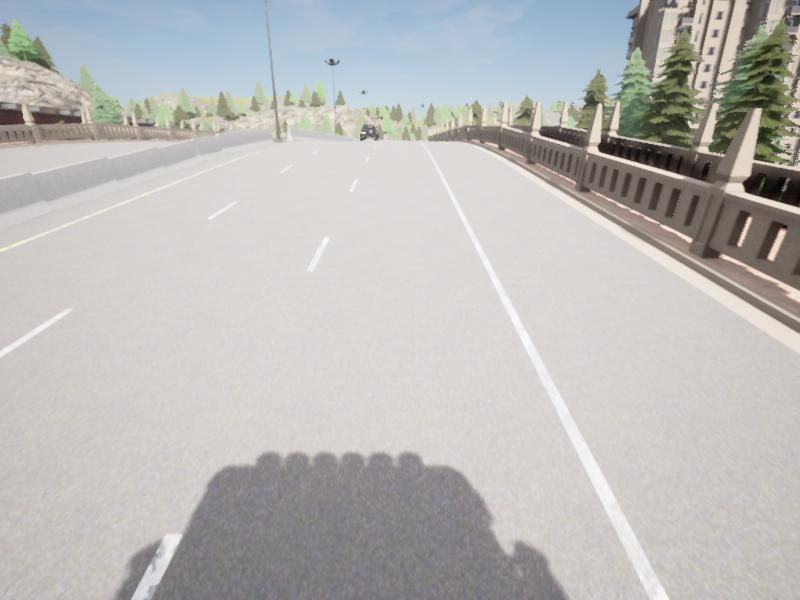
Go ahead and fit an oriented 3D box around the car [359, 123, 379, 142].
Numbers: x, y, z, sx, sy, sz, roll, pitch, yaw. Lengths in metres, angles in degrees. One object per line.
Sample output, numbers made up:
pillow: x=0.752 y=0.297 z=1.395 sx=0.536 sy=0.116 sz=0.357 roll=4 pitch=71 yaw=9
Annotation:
car: x=-3.481 y=-19.305 z=46.220 sx=1.932 sy=1.855 sz=4.605 roll=0 pitch=21 yaw=0
